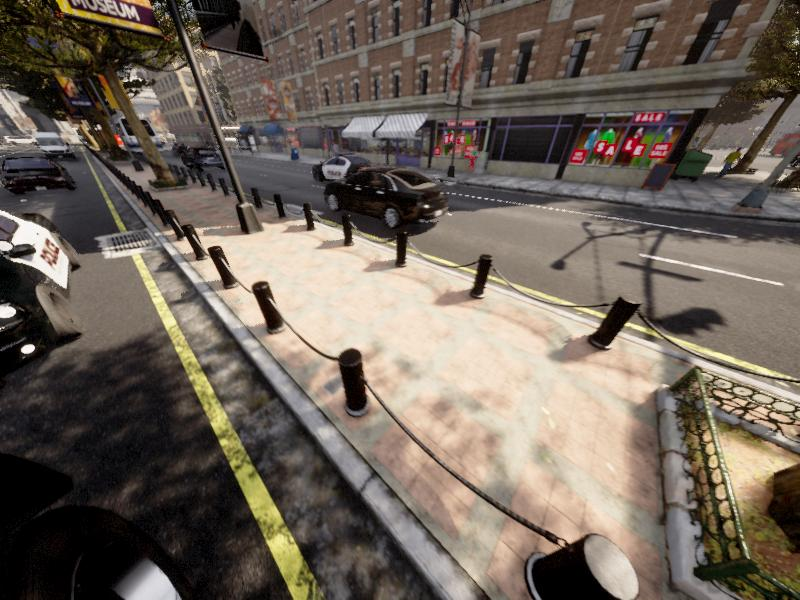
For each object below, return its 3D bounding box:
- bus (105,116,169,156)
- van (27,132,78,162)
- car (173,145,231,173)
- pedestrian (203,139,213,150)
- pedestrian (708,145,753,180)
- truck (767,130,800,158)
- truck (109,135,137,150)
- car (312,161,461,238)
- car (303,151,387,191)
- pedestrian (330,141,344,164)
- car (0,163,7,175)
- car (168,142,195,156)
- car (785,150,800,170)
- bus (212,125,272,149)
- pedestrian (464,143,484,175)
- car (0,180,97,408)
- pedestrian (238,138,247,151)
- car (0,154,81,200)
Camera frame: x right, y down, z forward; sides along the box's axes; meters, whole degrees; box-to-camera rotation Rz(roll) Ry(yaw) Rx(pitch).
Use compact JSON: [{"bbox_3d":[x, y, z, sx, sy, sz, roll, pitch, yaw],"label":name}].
[{"bbox_3d":[-38.950,-24.078,34.155,10.273,4.253,3.944,27,43,33],"label":"bus"},{"bbox_3d":[-38.638,-17.213,25.851,5.915,2.561,1.988,27,43,32],"label":"van"},{"bbox_3d":[-16.395,-11.739,19.095,4.856,1.649,2.033,26,42,32],"label":"car"},{"bbox_3d":[-38.796,-31.451,46.736,0.751,1.860,0.751,26,42,32],"label":"pedestrian"},{"bbox_3d":[21.218,-8.837,14.893,0.751,1.860,0.751,24,41,30],"label":"pedestrian"},{"bbox_3d":[69.882,-27.393,40.575,2.891,3.827,8.468,27,43,32],"label":"truck"},{"bbox_3d":[-57.707,-32.928,48.139,5.204,2.467,2.627,27,43,32],"label":"truck"},{"bbox_3d":[-0.685,-3.653,7.851,4.892,1.490,1.837,27,43,32],"label":"car"},{"bbox_3d":[-3.264,-7.644,13.487,4.974,1.542,2.038,27,43,32],"label":"car"},{"bbox_3d":[-6.115,-14.267,22.320,0.751,1.860,0.751,28,44,34],"label":"pedestrian"},{"bbox_3d":[-28.943,-9.373,15.335,3.866,1.878,1.905,27,43,33],"label":"car"},{"bbox_3d":[-32.466,-22.440,34.270,3.633,1.501,1.845,27,43,33],"label":"car"},{"bbox_3d":[40.972,-13.596,22.443,2.152,1.651,5.027,27,43,32],"label":"car"},{"bbox_3d":[-36.931,-38.383,54.616,3.944,4.253,10.273,26,42,32],"label":"bus"},{"bbox_3d":[5.180,-9.972,16.321,0.751,1.860,0.751,-26,43,-33],"label":"pedestrian"},{"bbox_3d":[-6.155,-0.339,3.027,4.974,1.542,2.038,27,43,33],"label":"car"},{"bbox_3d":[-29.226,-28.851,42.873,0.751,1.860,0.751,-29,44,-35],"label":"pedestrian"},{"bbox_3d":[-18.085,-6.335,11.560,5.357,1.411,2.033,27,43,32],"label":"car"}]
